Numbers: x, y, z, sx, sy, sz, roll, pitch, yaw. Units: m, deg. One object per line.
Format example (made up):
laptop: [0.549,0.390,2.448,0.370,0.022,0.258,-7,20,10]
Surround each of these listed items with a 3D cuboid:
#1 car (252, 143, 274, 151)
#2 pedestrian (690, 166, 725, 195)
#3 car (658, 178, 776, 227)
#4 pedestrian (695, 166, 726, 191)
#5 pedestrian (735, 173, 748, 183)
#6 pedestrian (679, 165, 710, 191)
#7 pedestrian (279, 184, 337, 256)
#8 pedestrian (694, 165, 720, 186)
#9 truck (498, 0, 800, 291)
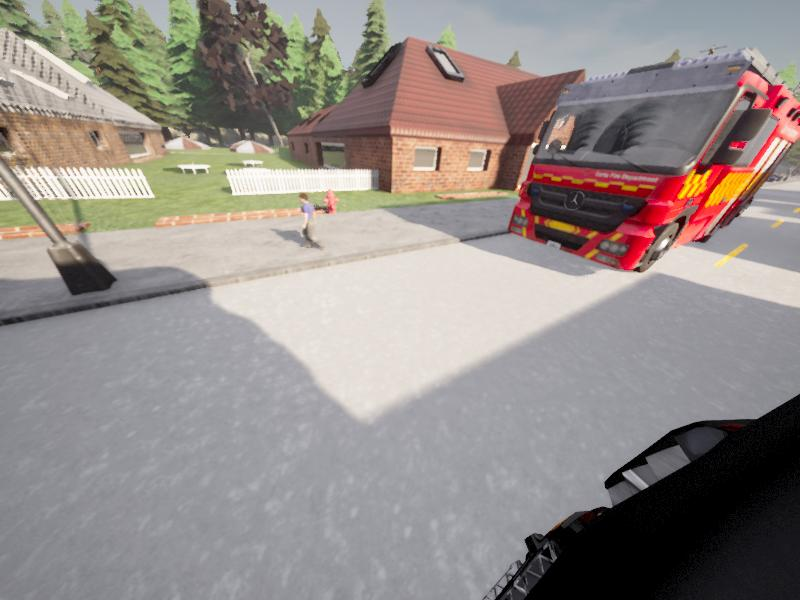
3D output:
car: [-35.959,-40.030,60.565,4.514,1.525,2.007,-16,38,-26]
pedestrian: [23.834,-9.282,17.930,0.751,1.860,0.751,-20,40,-31]
car: [15.051,-4.778,10.992,4.902,1.511,2.128,-16,38,-26]
pedestrian: [27.484,-10.770,20.463,0.751,1.860,0.751,-19,39,-29]
pedestrian: [45.507,-16.208,30.778,0.500,1.100,0.500,-18,39,-28]
pedestrian: [25.559,-10.601,20.056,0.751,1.860,0.751,-16,38,-26]
pedestrian: [-1.925,-1.753,5.046,0.751,1.300,0.751,4,34,2]
pedestrian: [32.612,-13.209,24.547,0.751,1.860,0.751,-15,38,-25]
truck: [7.277,-3.529,6.395,8.468,3.827,2.891,-16,38,-26]
